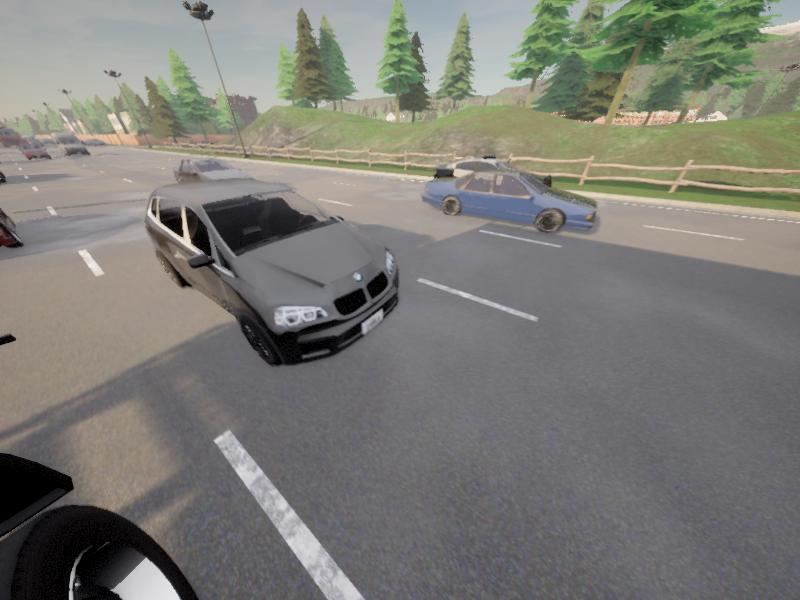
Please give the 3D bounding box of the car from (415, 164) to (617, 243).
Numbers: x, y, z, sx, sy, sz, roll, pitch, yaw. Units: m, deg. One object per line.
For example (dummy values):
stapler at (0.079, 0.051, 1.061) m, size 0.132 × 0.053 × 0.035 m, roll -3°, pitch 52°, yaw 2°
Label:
car at (3.337, -3.449, 7.621) m, size 5.357 × 1.411 × 2.033 m, roll 22°, pitch 41°, yaw 28°

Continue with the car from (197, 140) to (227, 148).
car at (-45.644, -37.947, 56.201) m, size 5.357 × 1.411 × 2.033 m, roll -13°, pitch 37°, yaw -18°

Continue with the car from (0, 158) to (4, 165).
car at (-39.181, -13.389, 21.335) m, size 4.792 × 1.488 × 2.163 m, roll 22°, pitch 41°, yaw 28°

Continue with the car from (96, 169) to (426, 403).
car at (-2.202, -0.913, 3.738) m, size 4.611 × 1.667 × 2.242 m, roll 22°, pitch 41°, yaw 28°

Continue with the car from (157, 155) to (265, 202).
car at (-9.277, -6.118, 11.314) m, size 5.357 × 1.411 × 2.033 m, roll 22°, pitch 41°, yaw 28°

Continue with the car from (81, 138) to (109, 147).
car at (-74.184, -38.377, 56.270) m, size 4.553 × 1.767 × 2.097 m, roll 12°, pitch 37°, yaw 16°

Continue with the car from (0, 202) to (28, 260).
car at (-10.945, -1.866, 5.288) m, size 4.181 × 1.385 × 1.994 m, roll 22°, pitch 41°, yaw 28°

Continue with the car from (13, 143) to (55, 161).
car at (-40.169, -16.270, 25.375) m, size 3.633 × 1.501 × 1.845 m, roll 22°, pitch 41°, yaw 28°

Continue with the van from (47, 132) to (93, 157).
van at (-43.554, -20.518, 30.502) m, size 5.915 × 2.561 × 1.988 m, roll 22°, pitch 41°, yaw 28°

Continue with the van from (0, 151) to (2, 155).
van at (-59.329, -21.965, 32.534) m, size 6.366 × 2.431 × 2.351 m, roll 22°, pitch 41°, yaw 28°

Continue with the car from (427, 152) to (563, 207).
car at (4.076, -5.713, 10.624) m, size 5.238 × 1.638 × 1.930 m, roll 22°, pitch 41°, yaw 28°

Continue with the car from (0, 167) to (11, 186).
car at (-24.381, -7.431, 12.868) m, size 5.027 × 1.651 × 2.152 m, roll 22°, pitch 41°, yaw 28°
